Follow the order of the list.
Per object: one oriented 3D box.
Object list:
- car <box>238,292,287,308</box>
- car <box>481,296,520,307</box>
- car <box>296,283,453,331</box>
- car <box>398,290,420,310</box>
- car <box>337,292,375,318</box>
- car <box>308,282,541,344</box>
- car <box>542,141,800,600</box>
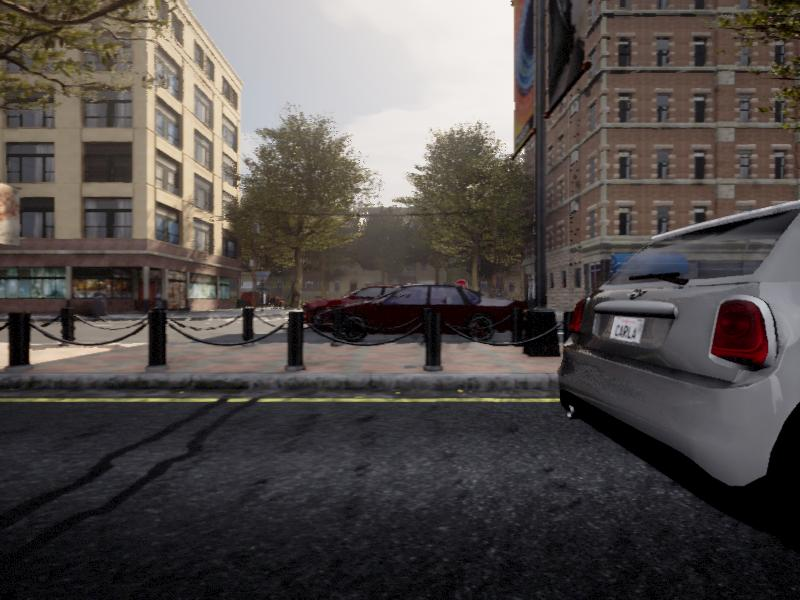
[{"bbox_3d":[-17.749,-0.038,51.697,5.566,2.045,2.150,0,0,0],"label":"car"},{"bbox_3d":[13.821,0.255,55.198,4.792,1.488,2.163,0,0,0],"label":"car"},{"bbox_3d":[-0.824,0.221,13.697,5.008,1.535,1.882,0,0,0],"label":"car"},{"bbox_3d":[0.793,0.049,38.850,1.932,1.855,4.605,0,-1,-1],"label":"car"},{"bbox_3d":[-2.607,0.253,24.653,1.816,1.474,4.193,0,0,2],"label":"car"},{"bbox_3d":[0.559,0.294,10.201,5.357,1.411,2.033,0,0,0],"label":"car"},{"bbox_3d":[3.033,0.254,2.204,3.806,1.475,1.970,0,0,0],"label":"car"}]
